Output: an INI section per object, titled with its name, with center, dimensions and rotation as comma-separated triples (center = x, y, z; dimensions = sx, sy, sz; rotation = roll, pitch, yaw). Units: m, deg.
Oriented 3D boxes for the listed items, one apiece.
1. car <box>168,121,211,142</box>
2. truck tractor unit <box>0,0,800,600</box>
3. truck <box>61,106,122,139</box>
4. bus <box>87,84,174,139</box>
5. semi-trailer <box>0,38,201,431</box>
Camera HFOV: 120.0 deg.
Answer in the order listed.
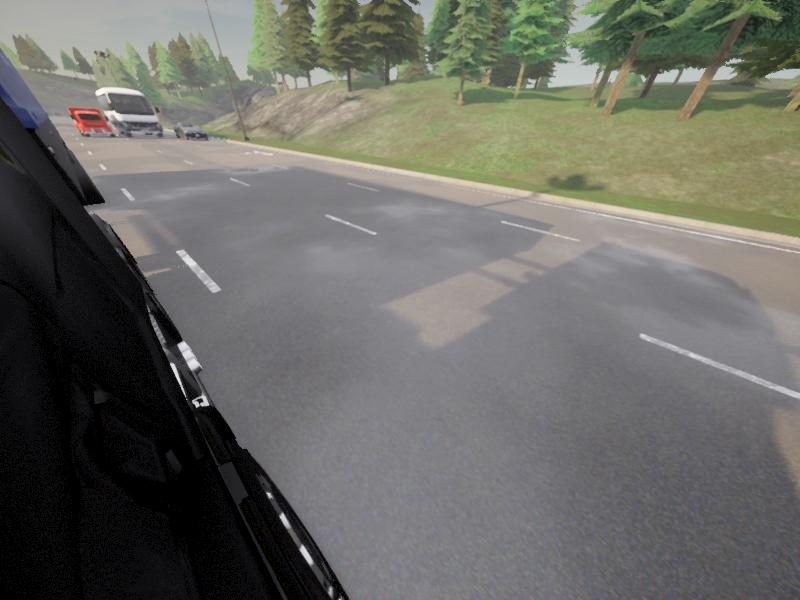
[car]
center = -23.955, -19.195, 26.291
dimensions = 5.027, 1.651, 2.152
rotation = 29, 44, 30
[truck tractor unit]
center = -2.645, -0.295, 0.352
dimensions = 6.516, 4.208, 3.053
rotation = 28, 44, 30
[truck]
center = -31.975, -18.386, 23.960
dimensions = 5.204, 2.467, 2.627
rotation = 29, 44, 30
[bus]
center = -31.168, -21.529, 26.727
dimensions = 10.273, 4.253, 3.944
rotation = 29, 44, 30
[semi-trailer]
center = -8.670, -3.634, 4.241
dimensions = 14.254, 4.402, 2.717
rotation = 29, 44, 30
